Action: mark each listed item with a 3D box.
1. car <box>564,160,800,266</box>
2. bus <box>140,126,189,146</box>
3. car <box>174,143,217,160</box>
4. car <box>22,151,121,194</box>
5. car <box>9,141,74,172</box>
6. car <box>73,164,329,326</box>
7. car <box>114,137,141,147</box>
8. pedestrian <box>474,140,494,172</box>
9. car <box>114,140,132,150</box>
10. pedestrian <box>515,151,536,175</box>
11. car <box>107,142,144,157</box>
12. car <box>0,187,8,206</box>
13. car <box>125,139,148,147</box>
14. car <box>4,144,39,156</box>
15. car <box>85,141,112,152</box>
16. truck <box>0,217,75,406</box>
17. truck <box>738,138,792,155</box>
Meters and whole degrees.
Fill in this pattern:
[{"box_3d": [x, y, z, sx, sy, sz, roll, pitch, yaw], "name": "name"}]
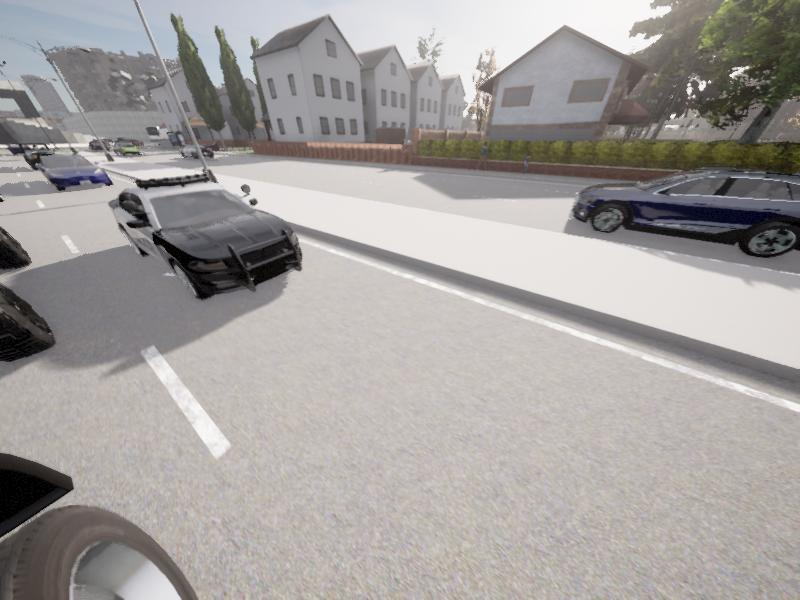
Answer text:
[{"box_3d": [7.565, -2.537, 6.090, 4.856, 1.649, 2.033, 22, 41, 28], "name": "car"}, {"box_3d": [-65.548, -46.018, 64.894, 3.944, 4.253, 10.273, -6, 36, -8], "name": "bus"}, {"box_3d": [-24.446, -17.812, 27.604, 4.974, 1.542, 2.038, 21, 41, 28], "name": "car"}, {"box_3d": [-17.588, -6.949, 12.357, 4.792, 1.488, 2.163, 22, 41, 28], "name": "car"}, {"box_3d": [-28.474, -11.488, 18.366, 3.866, 1.878, 1.905, 22, 41, 28], "name": "car"}, {"box_3d": [-4.133, -1.614, 4.739, 5.238, 1.638, 1.930, 22, 41, 28], "name": "car"}, {"box_3d": [-66.562, -38.618, 56.521, 1.905, 1.878, 3.866, -5, 36, -8], "name": "car"}, {"box_3d": [5.897, -10.145, 16.309, 0.751, 1.860, 0.751, 23, 41, 29], "name": "pedestrian"}, {"box_3d": [-55.221, -30.969, 46.066, 1.845, 1.501, 3.633, -30, 45, -35], "name": "car"}, {"box_3d": [8.256, -9.024, 15.220, 0.751, 1.300, 0.751, 22, 41, 28], "name": "pedestrian"}, {"box_3d": [-37.178, -20.456, 31.301, 4.514, 1.525, 2.007, 22, 41, 28], "name": "car"}, {"box_3d": [-17.892, -4.566, 9.092, 4.181, 1.385, 1.994, 22, 41, 28], "name": "car"}, {"box_3d": [-62.580, -37.359, 55.026, 1.845, 1.501, 3.633, -9, 36, -13], "name": "car"}, {"box_3d": [-52.227, -20.746, 31.859, 4.718, 1.301, 1.895, 21, 41, 27], "name": "car"}, {"box_3d": [-52.497, -26.695, 40.164, 5.357, 1.411, 2.033, 25, 42, 30], "name": "car"}, {"box_3d": [-7.047, -0.485, 2.739, 6.274, 2.098, 2.390, 22, 41, 28], "name": "truck"}, {"box_3d": [59.248, -25.136, 37.717, 2.390, 2.098, 6.274, 22, 41, 27], "name": "truck"}]
